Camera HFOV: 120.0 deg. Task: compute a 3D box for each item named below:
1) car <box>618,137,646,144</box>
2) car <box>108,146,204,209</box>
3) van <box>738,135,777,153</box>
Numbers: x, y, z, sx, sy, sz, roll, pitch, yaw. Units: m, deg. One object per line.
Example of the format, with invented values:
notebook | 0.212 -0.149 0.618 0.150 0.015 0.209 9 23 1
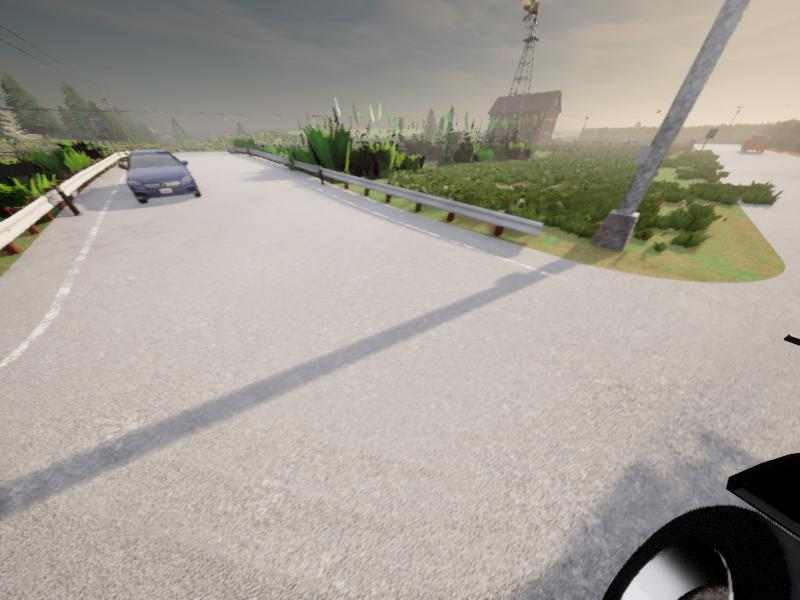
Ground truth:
car | 63.097 -43.511 62.835 4.974 1.542 2.038 30 45 35
car | -9.607 -5.115 9.255 1.812 1.442 4.674 -26 45 -31
van | 48.551 -21.312 31.494 1.775 1.987 4.442 30 45 35
